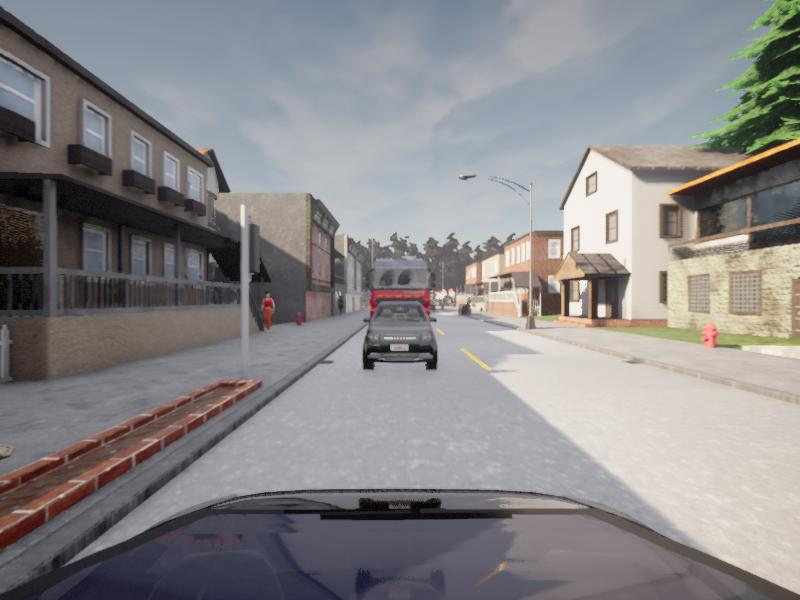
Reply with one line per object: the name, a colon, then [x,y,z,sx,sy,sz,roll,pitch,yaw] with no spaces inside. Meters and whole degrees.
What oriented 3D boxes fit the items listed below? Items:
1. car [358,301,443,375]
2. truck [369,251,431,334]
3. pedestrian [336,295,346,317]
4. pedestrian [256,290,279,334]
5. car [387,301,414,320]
car: [0.004,0.804,10.292,1.789,1.549,3.705,0,0,0]
truck: [0.004,-0.339,22.644,2.891,3.827,8.468,0,0,0]
pedestrian: [-5.122,0.503,34.869,0.751,1.860,0.751,0,0,2]
pedestrian: [-5.815,0.518,17.591,0.751,1.860,0.751,0,0,2]
car: [0.014,0.821,34.218,2.163,1.488,4.792,0,0,0]
